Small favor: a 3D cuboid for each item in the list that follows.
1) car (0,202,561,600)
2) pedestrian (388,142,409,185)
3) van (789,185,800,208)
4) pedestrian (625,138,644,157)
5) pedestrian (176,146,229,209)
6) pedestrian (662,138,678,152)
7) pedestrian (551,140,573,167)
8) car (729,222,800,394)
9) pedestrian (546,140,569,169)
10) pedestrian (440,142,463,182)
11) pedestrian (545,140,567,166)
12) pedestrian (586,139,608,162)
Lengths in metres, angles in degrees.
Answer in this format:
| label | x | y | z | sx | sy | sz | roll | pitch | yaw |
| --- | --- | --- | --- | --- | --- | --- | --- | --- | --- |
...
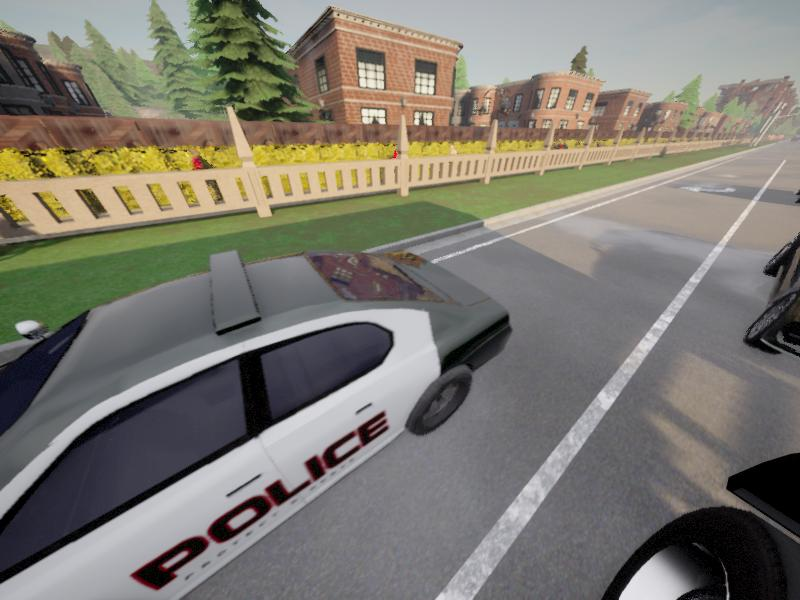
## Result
| label | x | y | z | sx | sy | sz | roll | pitch | yaw |
| --- | --- | --- | --- | --- | --- | --- | --- | --- | --- |
| car | -1.411 | 0.631 | 1.697 | 4.974 | 1.542 | 2.038 | -22 | 41 | -28 |
| pedestrian | -0.064 | -7.235 | 12.261 | 0.751 | 1.860 | 0.751 | -22 | 41 | -28 |
| van | 17.280 | -4.705 | 8.749 | 4.442 | 1.987 | 1.775 | -22 | 41 | -28 |
| pedestrian | 28.697 | -18.686 | 28.310 | 0.751 | 1.860 | 0.751 | -23 | 41 | -28 |
| pedestrian | -6.963 | -4.349 | 8.213 | 0.751 | 1.860 | 0.751 | -23 | 41 | -29 |
| pedestrian | 41.784 | -23.991 | 35.750 | 0.751 | 1.860 | 0.751 | -22 | 41 | -28 |
| pedestrian | 13.553 | -12.297 | 19.348 | 0.751 | 1.860 | 0.751 | -29 | 44 | -34 |
| car | 6.678 | -0.237 | 2.795 | 5.027 | 1.651 | 2.152 | -22 | 41 | -28 |
| pedestrian | 12.391 | -11.482 | 18.201 | 0.751 | 1.860 | 0.751 | -22 | 41 | -28 |
| pedestrian | 2.826 | -7.637 | 12.810 | 0.751 | 1.860 | 0.751 | -22 | 41 | -28 |
| pedestrian | 13.432 | -12.741 | 19.980 | 0.751 | 1.860 | 0.751 | -10 | 36 | -13 |
| pedestrian | 19.359 | -14.708 | 22.729 | 0.751 | 1.860 | 0.751 | -23 | 41 | -28 |
